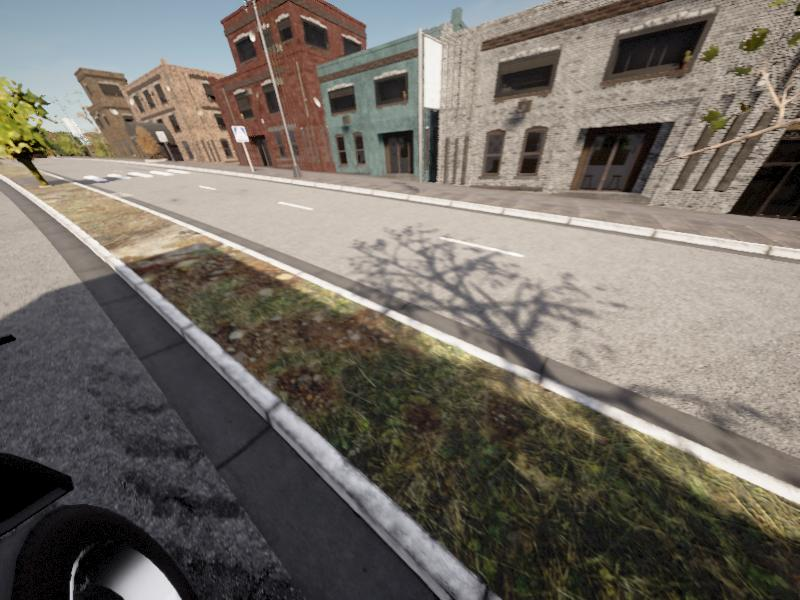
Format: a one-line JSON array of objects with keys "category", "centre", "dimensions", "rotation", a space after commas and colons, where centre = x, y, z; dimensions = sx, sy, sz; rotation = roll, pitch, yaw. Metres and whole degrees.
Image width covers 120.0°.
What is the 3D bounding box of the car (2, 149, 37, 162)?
[{"category": "car", "centre": [-56.828, -21.554, 34.468], "dimensions": [5.008, 1.535, 1.882], "rotation": [18, 39, 26]}]
